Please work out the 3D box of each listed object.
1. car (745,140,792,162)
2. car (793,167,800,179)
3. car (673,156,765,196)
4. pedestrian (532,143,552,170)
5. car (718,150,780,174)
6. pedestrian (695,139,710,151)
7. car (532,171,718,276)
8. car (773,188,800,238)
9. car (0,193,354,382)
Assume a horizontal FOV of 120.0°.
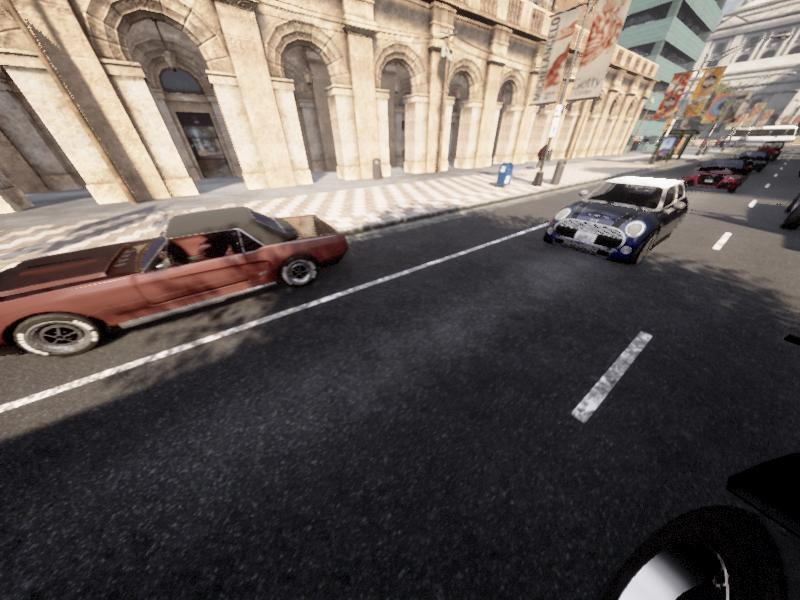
[{"bbox_3d":[40.959,-16.593,25.691,3.866,1.878,1.905,-22,40,-28],"label":"car"},{"bbox_3d":[28.227,-8.843,15.122,5.357,1.411,2.033,-22,40,-28],"label":"car"},{"bbox_3d":[16.743,-6.632,12.137,4.181,1.385,1.994,-22,40,-28],"label":"car"},{"bbox_3d":[11.682,-11.834,19.014,0.751,1.860,0.751,29,44,36],"label":"pedestrian"},{"bbox_3d":[27.596,-10.997,18.275,4.181,1.385,1.994,-22,40,-28],"label":"car"},{"bbox_3d":[55.231,-28.320,42.151,0.751,1.860,0.751,-17,38,-23],"label":"pedestrian"},{"bbox_3d":[5.535,-2.167,5.765,3.806,1.475,1.970,-22,40,-28],"label":"car"},{"bbox_3d":[13.268,-2.878,6.619,4.974,1.542,2.038,-22,40,-28],"label":"car"},{"bbox_3d":[-3.448,-0.727,3.982,4.718,1.301,1.895,-22,40,-28],"label":"car"}]
